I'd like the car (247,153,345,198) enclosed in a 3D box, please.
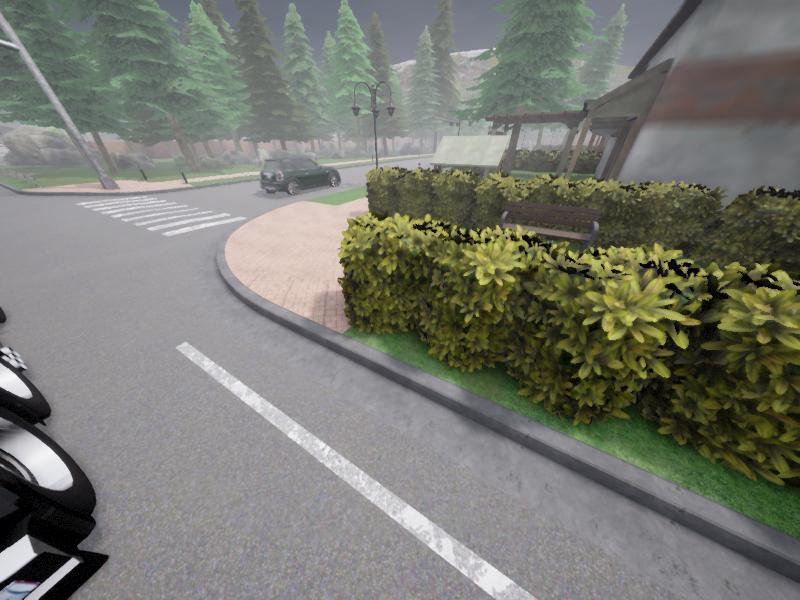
[{"bbox_3d":[-5.594,-7.283,13.224,2.097,1.767,4.553,18,39,24],"label":"car"}]

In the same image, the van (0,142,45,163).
[{"bbox_3d":[-55.332,-20.287,31.776,2.351,2.431,6.366,18,39,24],"label":"van"}]

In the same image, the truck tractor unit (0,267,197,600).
[{"bbox_3d":[-5.123,-0.286,0.786,6.516,4.208,3.053,18,39,24],"label":"truck tractor unit"}]

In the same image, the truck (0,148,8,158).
[{"bbox_3d":[-77.477,-26.858,40.148,2.891,3.827,8.468,18,39,24],"label":"truck"}]

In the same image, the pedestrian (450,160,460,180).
[{"bbox_3d":[3.736,-8.862,15.732,0.500,1.100,0.500,12,37,17],"label":"pedestrian"}]
